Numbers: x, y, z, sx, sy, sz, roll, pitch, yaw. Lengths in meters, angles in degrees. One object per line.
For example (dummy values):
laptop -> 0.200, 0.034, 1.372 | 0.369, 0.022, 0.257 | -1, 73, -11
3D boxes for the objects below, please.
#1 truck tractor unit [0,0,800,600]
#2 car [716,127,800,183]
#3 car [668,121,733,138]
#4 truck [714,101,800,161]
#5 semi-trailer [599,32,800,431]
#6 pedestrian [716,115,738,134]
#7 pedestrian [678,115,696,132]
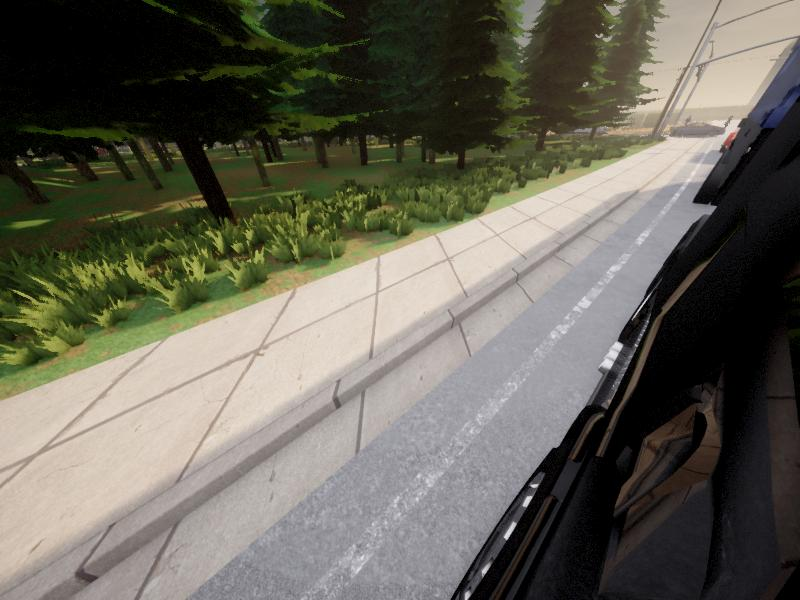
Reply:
truck tractor unit -> 2.645, -0.295, 0.351 | 6.516, 4.208, 3.053 | -28, 44, -30
car -> 15.883, -6.352, 9.891 | 4.902, 1.511, 2.128 | -29, 44, -30
car -> 33.676, -19.221, 26.112 | 4.181, 1.385, 1.994 | 27, 46, 34
truck -> 21.379, -9.913, 13.484 | 5.204, 2.467, 2.627 | -30, 44, -31
semi-trailer -> 8.645, -3.642, 4.278 | 14.254, 4.402, 2.717 | -29, 44, -30
pedestrian -> 40.225, -21.642, 28.466 | 0.751, 1.860, 0.751 | 28, 46, 34
pedestrian -> 40.192, -24.770, 32.386 | 0.751, 1.860, 0.751 | 17, 41, 24
